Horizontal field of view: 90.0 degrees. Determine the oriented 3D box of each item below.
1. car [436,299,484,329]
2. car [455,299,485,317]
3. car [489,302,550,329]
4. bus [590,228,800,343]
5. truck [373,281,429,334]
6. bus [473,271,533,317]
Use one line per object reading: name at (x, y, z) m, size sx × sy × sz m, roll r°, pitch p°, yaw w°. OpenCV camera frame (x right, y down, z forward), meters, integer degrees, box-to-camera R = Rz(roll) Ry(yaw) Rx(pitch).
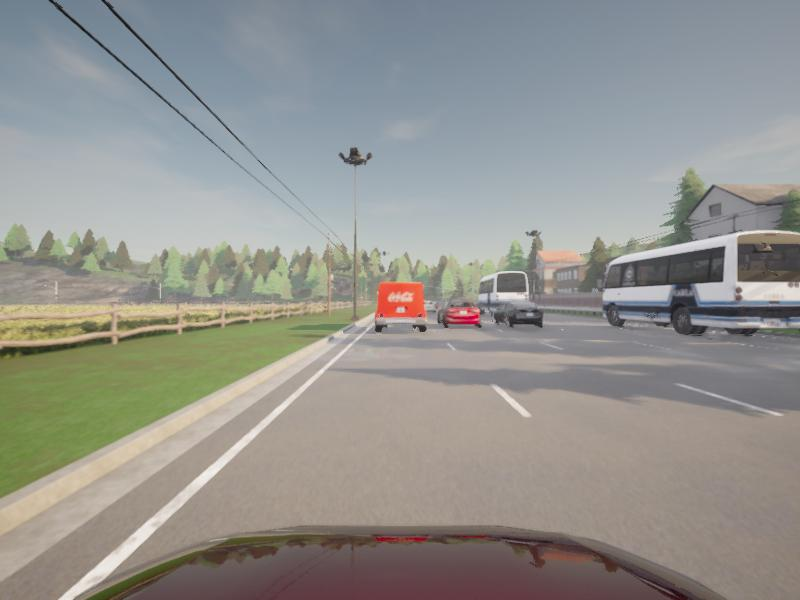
car at (3.546, 0.766, 24.601) m, size 2.242 × 1.667 × 4.611 m, roll 0°, pitch 0°, yaw -1°
car at (7.004, 0.773, 40.763) m, size 2.242 × 1.667 × 4.611 m, roll 0°, pitch 0°, yaw 0°
car at (7.086, 0.860, 24.299) m, size 2.163 × 1.488 × 4.792 m, roll 0°, pitch 0°, yaw -1°
bus at (13.881, -0.527, 19.928) m, size 3.944 × 4.253 × 10.273 m, roll 0°, pitch 0°, yaw 0°
truck at (0.028, 0.365, 21.389) m, size 2.627 × 2.467 × 5.204 m, roll 0°, pitch 0°, yaw 0°
bus at (10.464, -0.518, 42.132) m, size 3.944 × 4.253 × 10.273 m, roll -1°, pitch 0°, yaw 2°
